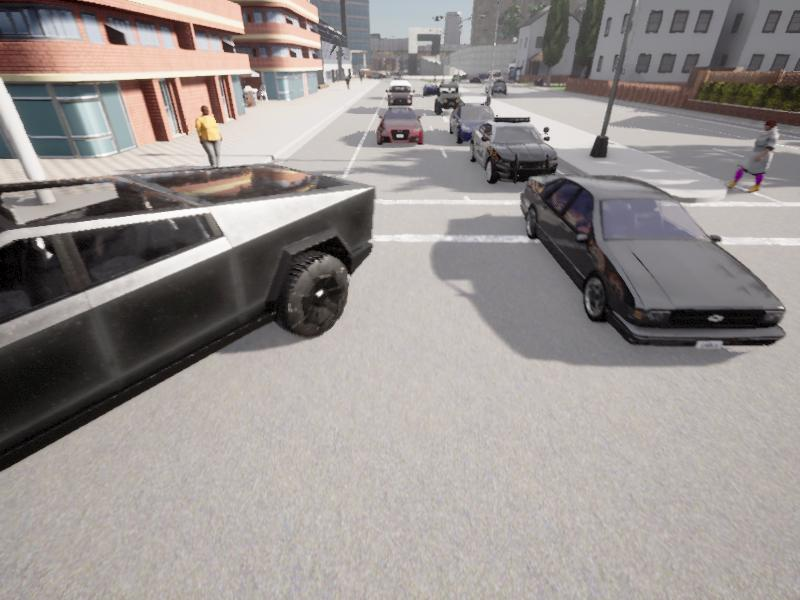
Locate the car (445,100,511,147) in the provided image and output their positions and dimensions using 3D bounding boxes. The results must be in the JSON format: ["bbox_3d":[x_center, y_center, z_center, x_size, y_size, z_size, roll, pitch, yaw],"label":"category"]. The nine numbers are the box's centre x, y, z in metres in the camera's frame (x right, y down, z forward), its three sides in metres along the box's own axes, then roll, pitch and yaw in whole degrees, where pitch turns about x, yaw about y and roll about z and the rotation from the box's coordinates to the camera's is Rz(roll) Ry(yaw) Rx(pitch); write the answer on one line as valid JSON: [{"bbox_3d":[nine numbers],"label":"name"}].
[{"bbox_3d":[3.505,-8.430,18.922,2.163,1.488,4.792,0,30,0],"label":"car"}]

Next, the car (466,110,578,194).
[{"bbox_3d":[3.536,-4.951,12.824,1.930,1.638,5.238,0,30,0],"label":"car"}]

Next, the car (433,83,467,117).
[{"bbox_3d":[3.507,-14.327,28.585,1.905,1.878,3.866,0,30,0],"label":"car"}]

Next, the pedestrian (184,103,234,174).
[{"bbox_3d":[-5.766,-4.879,12.117,0.751,1.860,0.751,26,39,37],"label":"pedestrian"}]

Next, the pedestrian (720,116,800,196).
[{"bbox_3d":[9.497,-3.811,10.625,0.751,1.860,0.751,3,30,5],"label":"pedestrian"}]

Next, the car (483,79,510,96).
[{"bbox_3d":[11.512,-25.530,47.991,2.033,1.649,4.856,0,30,0],"label":"car"}]

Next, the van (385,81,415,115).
[{"bbox_3d":[-0.001,-15.004,29.594,2.069,2.038,4.480,0,30,0],"label":"van"}]

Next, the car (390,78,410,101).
[{"bbox_3d":[0.020,-21.897,41.518,1.932,1.855,4.605,0,30,0],"label":"car"}]

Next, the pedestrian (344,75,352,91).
[{"bbox_3d":[-6.755,-28.210,51.953,0.751,1.860,0.751,-1,30,-2],"label":"pedestrian"}]

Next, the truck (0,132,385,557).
[{"bbox_3d":[-3.007,-0.006,3.916,2.390,2.098,6.274,21,37,29],"label":"truck"}]

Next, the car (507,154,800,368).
[{"bbox_3d":[3.499,-1.173,6.619,2.033,1.411,5.357,0,30,0],"label":"car"}]

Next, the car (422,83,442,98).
[{"bbox_3d":[3.512,-23.409,44.684,1.895,1.301,4.718,0,30,0],"label":"car"}]

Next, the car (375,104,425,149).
[{"bbox_3d":[0.007,-8.007,18.306,1.994,1.385,4.181,0,30,0],"label":"car"}]
